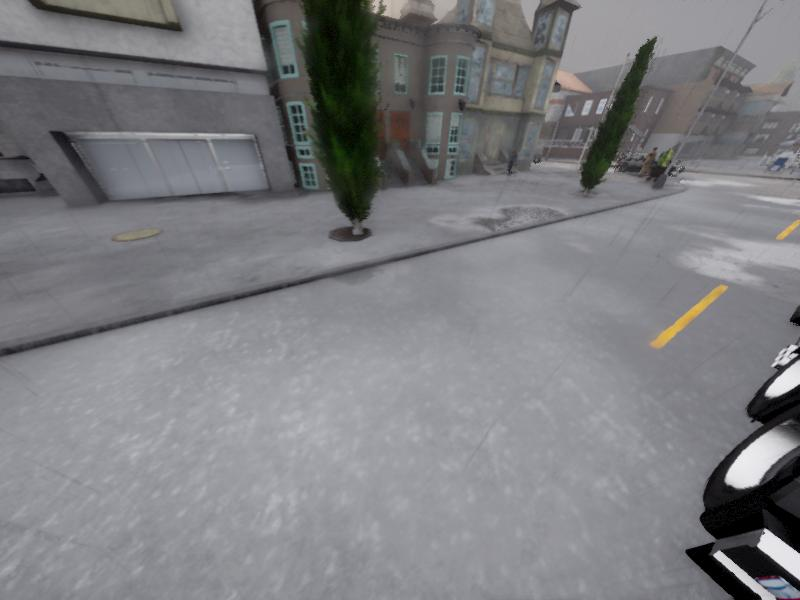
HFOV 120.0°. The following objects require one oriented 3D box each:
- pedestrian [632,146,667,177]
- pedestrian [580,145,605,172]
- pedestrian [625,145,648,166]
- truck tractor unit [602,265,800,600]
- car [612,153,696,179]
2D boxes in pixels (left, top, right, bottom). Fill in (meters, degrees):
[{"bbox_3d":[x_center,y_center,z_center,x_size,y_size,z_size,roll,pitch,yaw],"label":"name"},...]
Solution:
[{"bbox_3d":[17.869,-9.919,16.598,0.751,1.860,0.751,-7,35,-10],"label":"pedestrian"},{"bbox_3d":[15.907,-11.679,19.109,0.751,1.860,0.751,7,35,9],"label":"pedestrian"},{"bbox_3d":[24.366,-14.898,23.820,0.751,1.860,0.751,14,37,19],"label":"pedestrian"},{"bbox_3d":[5.114,-0.296,0.781,6.516,4.208,3.053,-18,39,-24],"label":"truck tractor unit"},{"bbox_3d":[20.015,-10.824,18.478,1.970,1.475,3.806,-12,37,-17],"label":"car"}]
